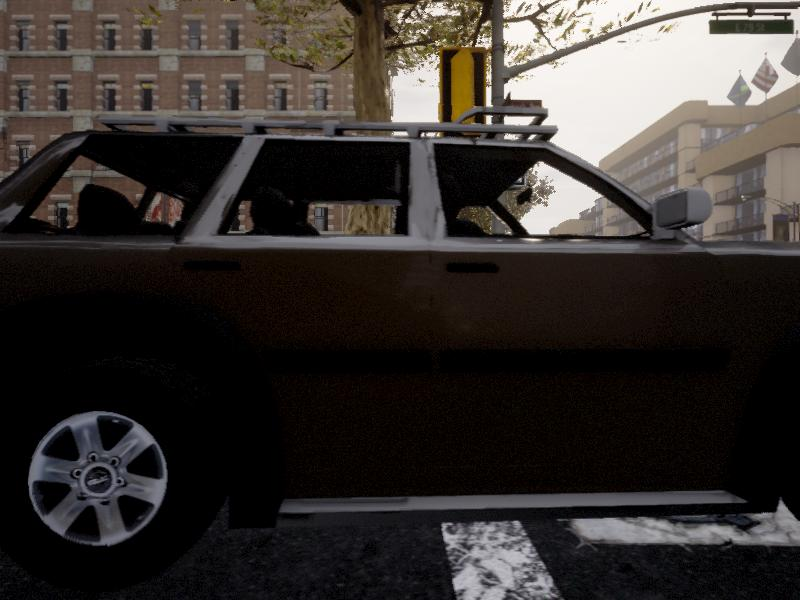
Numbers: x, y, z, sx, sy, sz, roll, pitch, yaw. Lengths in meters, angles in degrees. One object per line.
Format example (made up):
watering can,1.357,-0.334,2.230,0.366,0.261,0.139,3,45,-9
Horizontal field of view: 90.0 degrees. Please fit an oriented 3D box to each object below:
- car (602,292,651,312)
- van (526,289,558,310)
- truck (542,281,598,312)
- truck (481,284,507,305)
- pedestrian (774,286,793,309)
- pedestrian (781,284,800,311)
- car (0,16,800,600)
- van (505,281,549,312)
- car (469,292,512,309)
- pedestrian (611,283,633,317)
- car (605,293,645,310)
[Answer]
car,18.115,0.179,32.186,1.845,1.501,3.633,0,0,0
van,14.618,-0.039,41.396,1.775,1.987,4.442,0,0,0
truck,14.646,-0.281,34.897,2.627,2.467,5.204,0,0,0
truck,17.963,-0.971,76.999,2.891,3.827,8.468,0,0,0
pedestrian,31.145,-0.198,32.488,0.751,1.860,0.751,0,0,-4
pedestrian,27.660,-0.188,28.304,0.751,1.860,0.751,0,0,-2
car,0.301,0.052,2.273,4.605,1.855,1.932,0,0,-3
van,11.134,-0.306,35.589,1.988,2.561,5.915,0,0,-1
car,9.926,0.070,44.072,2.097,1.767,4.553,0,0,-29
pedestrian,12.144,0.006,21.904,0.751,1.860,0.751,0,0,-6
car,21.632,0.159,38.622,1.789,1.549,3.705,0,0,0
